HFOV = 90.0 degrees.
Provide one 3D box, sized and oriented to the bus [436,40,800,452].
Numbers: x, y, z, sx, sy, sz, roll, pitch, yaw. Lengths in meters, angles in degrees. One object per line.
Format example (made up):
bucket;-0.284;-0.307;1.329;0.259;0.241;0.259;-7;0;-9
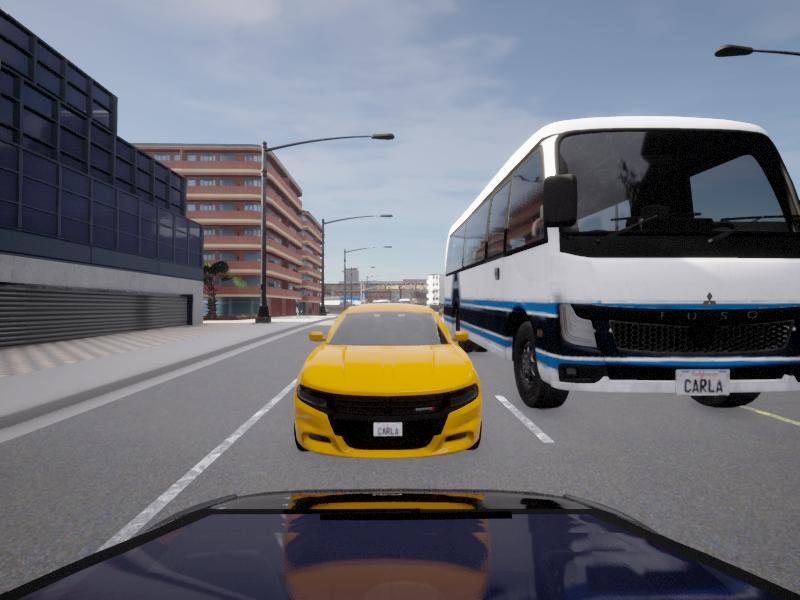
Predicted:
bus;3.384;-0.601;9.306;3.944;4.253;10.273;0;1;-1

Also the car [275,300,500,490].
car;-0.158;0.790;5.854;1.882;1.535;5.008;0;1;-1

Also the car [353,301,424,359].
car;-0.325;0.768;12.619;1.812;1.442;4.674;0;1;-1
